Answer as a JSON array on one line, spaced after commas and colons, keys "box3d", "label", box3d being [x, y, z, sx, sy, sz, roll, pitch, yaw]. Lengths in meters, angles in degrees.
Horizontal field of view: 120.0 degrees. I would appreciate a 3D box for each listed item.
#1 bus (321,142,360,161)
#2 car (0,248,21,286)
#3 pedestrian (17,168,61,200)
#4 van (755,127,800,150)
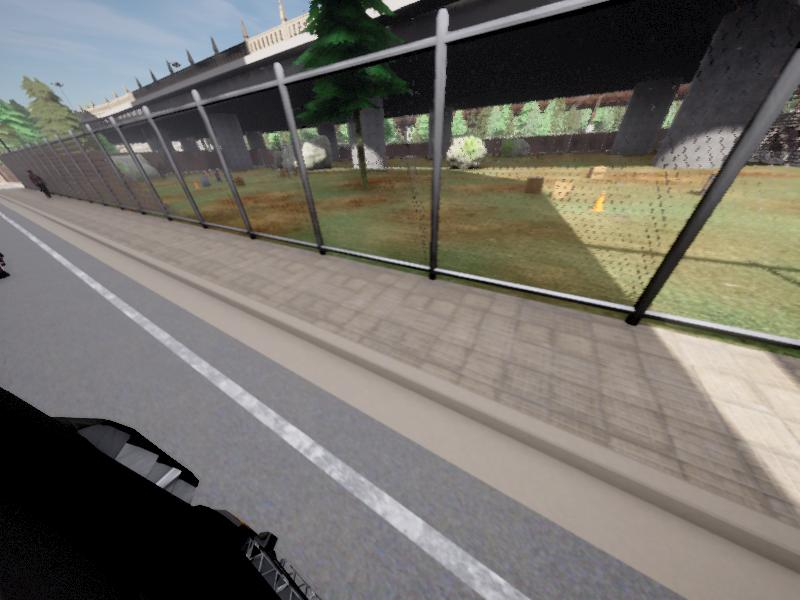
[{"box3d": [-18.040, -45.538, 70.738, 10.273, 4.253, 3.944, -20, 37, -24], "label": "bus"}, {"box3d": [-11.099, -1.060, 5.185, 4.181, 1.385, 1.994, 16, 38, 27], "label": "car"}, {"box3d": [-24.920, -7.999, 15.984, 0.751, 1.860, 0.751, 14, 37, 23], "label": "pedestrian"}, {"box3d": [51.312, -21.228, 30.321, 2.351, 2.431, 6.366, 16, 38, 26], "label": "van"}]
